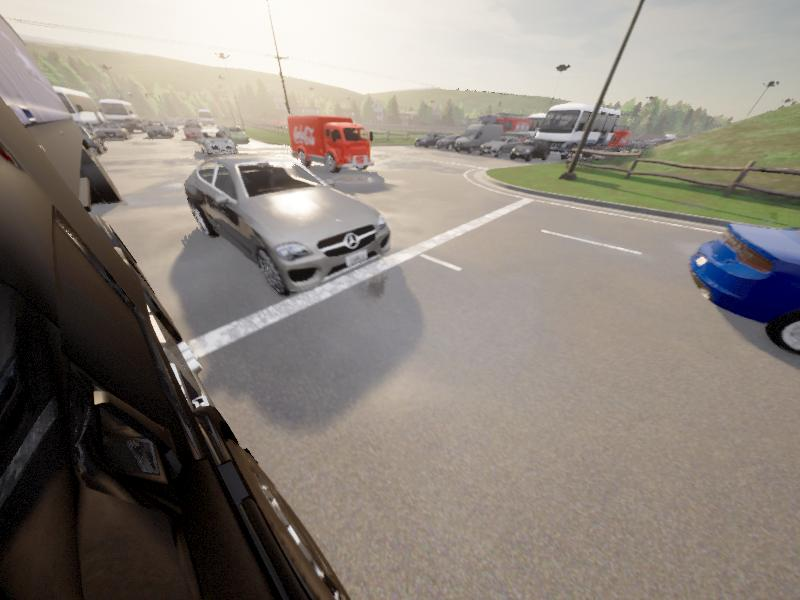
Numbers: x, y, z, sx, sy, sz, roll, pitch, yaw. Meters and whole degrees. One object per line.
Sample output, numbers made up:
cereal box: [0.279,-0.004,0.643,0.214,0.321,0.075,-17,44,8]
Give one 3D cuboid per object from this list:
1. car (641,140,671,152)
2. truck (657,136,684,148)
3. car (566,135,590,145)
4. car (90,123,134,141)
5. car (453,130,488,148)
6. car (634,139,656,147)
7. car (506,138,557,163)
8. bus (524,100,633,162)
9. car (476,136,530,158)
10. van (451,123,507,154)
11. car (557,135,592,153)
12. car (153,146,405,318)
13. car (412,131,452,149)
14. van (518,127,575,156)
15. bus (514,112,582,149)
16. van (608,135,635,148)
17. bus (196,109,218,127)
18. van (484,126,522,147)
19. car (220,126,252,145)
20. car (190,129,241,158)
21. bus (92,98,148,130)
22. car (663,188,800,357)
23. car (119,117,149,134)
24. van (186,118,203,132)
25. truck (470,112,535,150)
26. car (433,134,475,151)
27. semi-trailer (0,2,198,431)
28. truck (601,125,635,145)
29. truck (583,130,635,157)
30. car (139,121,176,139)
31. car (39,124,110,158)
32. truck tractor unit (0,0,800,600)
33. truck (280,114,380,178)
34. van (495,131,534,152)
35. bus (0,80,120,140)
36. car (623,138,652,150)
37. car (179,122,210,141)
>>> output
car: [43.280,-26.035,39.038,4.902,1.511,2.128,-22,43,-28]
truck: [63.310,-36.958,54.032,6.274,2.098,2.390,-22,43,-29]
car: [38.567,-34.539,49.941,5.238,1.638,1.930,-22,43,-29]
car: [-30.335,-17.824,24.497,1.994,1.385,4.181,-22,44,-29]
car: [10.115,-23.127,33.177,4.605,1.855,1.932,-22,43,-29]
car: [57.767,-37.034,54.425,5.357,1.411,2.033,-22,43,-29]
car: [11.671,-13.293,20.469,3.988,1.617,1.851,-22,43,-29]
bus: [17.930,-16.770,23.199,10.273,4.253,3.944,-22,43,-29]
car: [10.310,-15.335,23.089,5.027,1.651,2.152,-22,43,-29]
van: [8.618,-17.602,25.241,5.915,2.561,1.988,-22,43,-28]
car: [22.940,-20.550,30.418,3.866,1.878,1.905,-22,43,-29]
car: [-2.548,-1.916,4.670,5.027,1.651,2.152,29,44,31]
car: [4.070,-20.600,29.693,4.611,1.667,2.242,-22,43,-29]
van: [17.018,-18.365,26.776,6.366,2.431,2.351,-22,43,-29]
bus: [23.538,-26.807,36.769,10.273,4.253,3.944,-22,43,-28]
van: [44.643,-31.971,46.529,4.480,2.038,2.069,-22,43,-29]
bus: [-62.629,-59.022,74.958,3.944,4.253,10.273,-22,43,-28]
van: [16.379,-25.922,36.652,5.915,2.561,1.988,-22,43,-29]
car: [-18.492,-18.588,25.988,2.007,1.525,4.514,-23,44,-30]
car: [-13.603,-11.604,17.040,1.970,1.475,3.806,-27,46,-33]
bus: [-52.261,-34.964,43.658,3.944,4.253,10.273,-22,43,-28]
car: [6.747,0.207,2.410,5.008,1.535,1.882,26,43,28]
car: [-38.715,-25.462,33.741,1.905,1.878,3.866,-22,43,-28]
van: [-39.988,-34.044,44.951,1.775,1.987,4.442,-21,43,-28]
truck: [13.938,-22.850,31.393,8.468,3.827,2.891,-22,43,-29]
car: [6.551,-18.945,27.778,4.892,1.490,1.837,-22,43,-29]
semi-trailer: [-8.502,-3.721,4.426,14.254,4.402,2.717,30,46,32]
truck: [56.185,-42.528,59.602,8.468,3.827,2.891,-22,43,-29]
truck: [25.684,-19.304,28.429,5.204,2.467,2.627,-22,43,-29]
car: [-29.346,-20.714,28.122,2.242,1.667,4.611,-22,43,-28]
car: [-20.820,-10.391,14.995,1.789,1.549,3.705,-26,46,-32]
truck tractor unit: [-2.645,-0.295,0.351,6.516,4.208,3.053,28,44,30]
truck: [-3.886,-8.737,12.923,5.204,2.467,2.627,31,46,33]
van: [14.260,-19.666,28.721,4.442,1.987,1.775,-22,43,-29]
bus: [-36.021,-20.463,25.304,3.944,4.253,10.273,-22,43,-28]
car: [44.234,-29.020,43.017,4.611,1.667,2.242,-22,43,-29]
car: [-24.776,-20.371,27.901,2.242,1.667,4.611,-22,44,-29]
